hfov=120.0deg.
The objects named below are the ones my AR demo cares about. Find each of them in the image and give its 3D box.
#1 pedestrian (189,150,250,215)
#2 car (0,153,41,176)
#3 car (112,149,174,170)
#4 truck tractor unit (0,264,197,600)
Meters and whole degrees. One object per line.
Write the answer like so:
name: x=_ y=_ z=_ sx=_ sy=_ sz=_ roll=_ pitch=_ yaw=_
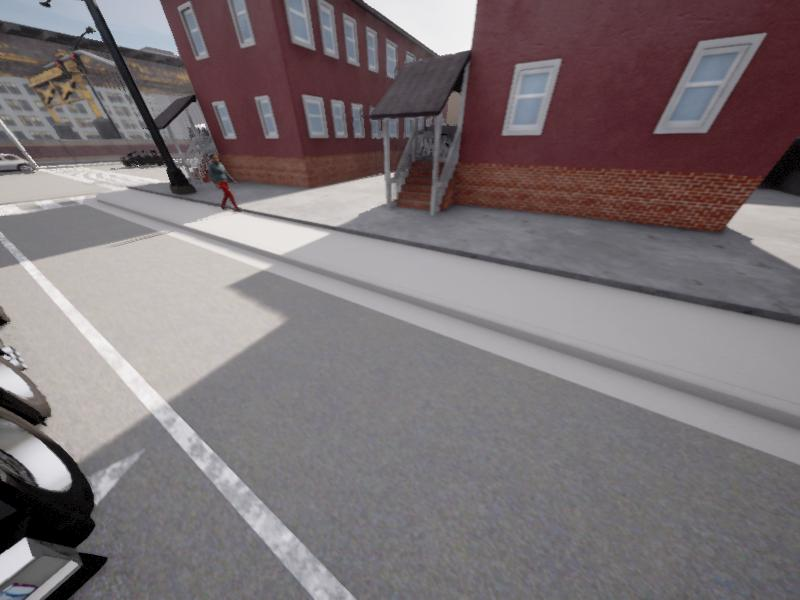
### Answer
pedestrian: x=-6.065 y=-3.999 z=7.895 sx=0.751 sy=1.860 sz=0.751 roll=8 pitch=36 yaw=11
car: x=-34.114 y=-11.350 z=19.404 sx=1.970 sy=1.475 sz=3.806 roll=18 pitch=39 yaw=24
car: x=-26.708 y=-14.739 z=24.137 sx=1.789 sy=1.549 sz=3.705 roll=18 pitch=39 yaw=24
truck tractor unit: x=-5.115 y=-0.293 z=0.792 sx=6.516 sy=4.208 sz=3.053 roll=18 pitch=39 yaw=24
